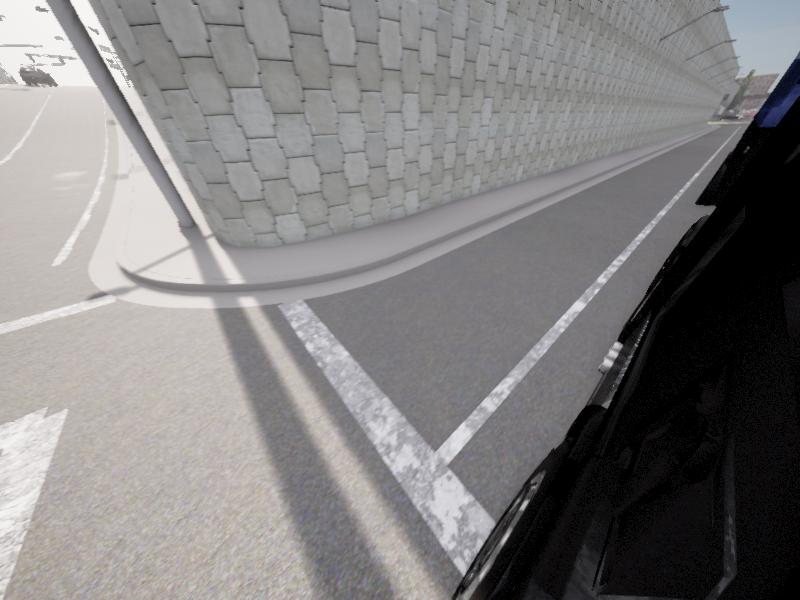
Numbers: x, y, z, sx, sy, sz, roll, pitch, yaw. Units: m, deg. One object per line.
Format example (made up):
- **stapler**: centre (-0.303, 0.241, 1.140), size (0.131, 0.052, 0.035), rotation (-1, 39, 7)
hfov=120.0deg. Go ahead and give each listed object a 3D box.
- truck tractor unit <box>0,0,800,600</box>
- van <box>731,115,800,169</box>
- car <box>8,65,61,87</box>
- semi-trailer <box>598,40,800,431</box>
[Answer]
- **truck tractor unit**: centre (2.645, -0.295, 0.351), size (6.516, 4.208, 3.053), rotation (-28, 44, -30)
- **van**: centre (19.026, -8.089, 11.680), size (4.442, 1.987, 1.775), rotation (-28, 44, -30)
- **car**: centre (-41.672, -25.596, 26.526), size (2.128, 1.511, 4.902), rotation (-28, 48, -30)
- **semi-trailer**: centre (8.696, -3.597, 4.244), size (14.254, 4.402, 2.717), rotation (-28, 44, -30)
